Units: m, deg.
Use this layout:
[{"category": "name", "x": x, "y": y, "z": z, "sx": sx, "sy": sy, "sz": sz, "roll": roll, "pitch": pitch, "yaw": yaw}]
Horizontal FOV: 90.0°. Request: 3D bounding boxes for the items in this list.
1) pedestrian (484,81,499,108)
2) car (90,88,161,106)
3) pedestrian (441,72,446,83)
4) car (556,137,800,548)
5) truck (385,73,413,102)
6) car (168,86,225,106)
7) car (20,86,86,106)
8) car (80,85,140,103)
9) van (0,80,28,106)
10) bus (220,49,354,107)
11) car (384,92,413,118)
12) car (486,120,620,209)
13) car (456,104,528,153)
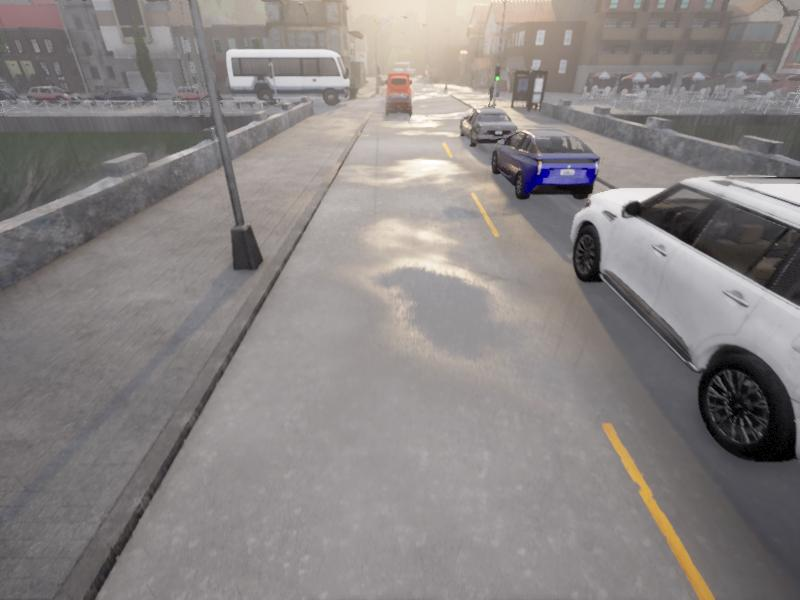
[{"category": "pedestrian", "x": 7.276, "y": -16.261, "z": 31.713, "sx": 0.751, "sy": 1.860, "sz": 0.751, "roll": 18, "pitch": 35, "yaw": 28}, {"category": "car", "x": -24.470, "y": -18.169, "z": 35.809, "sx": 4.718, "sy": 1.301, "sz": 1.895, "roll": 0, "pitch": 30, "yaw": 0}, {"category": "pedestrian", "x": 8.478, "y": -43.318, "z": 77.986, "sx": 0.751, "sy": 1.860, "sz": 0.751, "roll": 0, "pitch": 30, "yaw": 1}, {"category": "car", "x": 3.987, "y": -0.330, "z": 4.539, "sx": 2.150, "sy": 2.045, "sz": 5.566, "roll": 0, "pitch": 30, "yaw": 0}, {"category": "truck", "x": -0.117, "y": -21.503, "z": 40.355, "sx": 2.627, "sy": 2.467, "sz": 5.204, "roll": 0, "pitch": 30, "yaw": 0}, {"category": "car", "x": -18.105, "y": -18.252, "z": 35.768, "sx": 3.806, "sy": 1.475, "sz": 1.970, "roll": 0, "pitch": 30, "yaw": 0}, {"category": "car", "x": -30.918, "y": -18.237, "z": 35.751, "sx": 3.806, "sy": 1.475, "sz": 1.970, "roll": 0, "pitch": 30, "yaw": 0}, {"category": "car", "x": -28.351, "y": -20.213, "z": 39.236, "sx": 4.181, "sy": 1.385, "sz": 1.994, "roll": 0, "pitch": 30, "yaw": 0}, {"category": "van", "x": -36.534, "y": -18.451, "z": 35.615, "sx": 4.442, "sy": 1.987, "sz": 1.775, "roll": 0, "pitch": 30, "yaw": 0}, {"category": "bus", "x": -9.488, "y": -19.557, "z": 35.247, "sx": 10.273, "sy": 4.253, "sz": 3.944, "roll": -1, "pitch": 30, "yaw": -1}, {"category": "car", "x": -0.085, "y": -14.064, "z": 28.774, "sx": 1.895, "sy": 1.301, "sz": 4.718, "roll": 0, "pitch": 30, "yaw": 0}, {"category": "car", "x": 3.964, "y": -4.025, "z": 11.374, "sx": 2.007, "sy": 1.525, "sz": 4.514, "roll": 0, "pitch": 30, "yaw": 0}, {"category": "car", "x": 3.934, "y": -7.917, "z": 18.161, "sx": 2.033, "sy": 1.411, "sz": 5.357, "roll": 0, "pitch": 30, "yaw": 0}]
